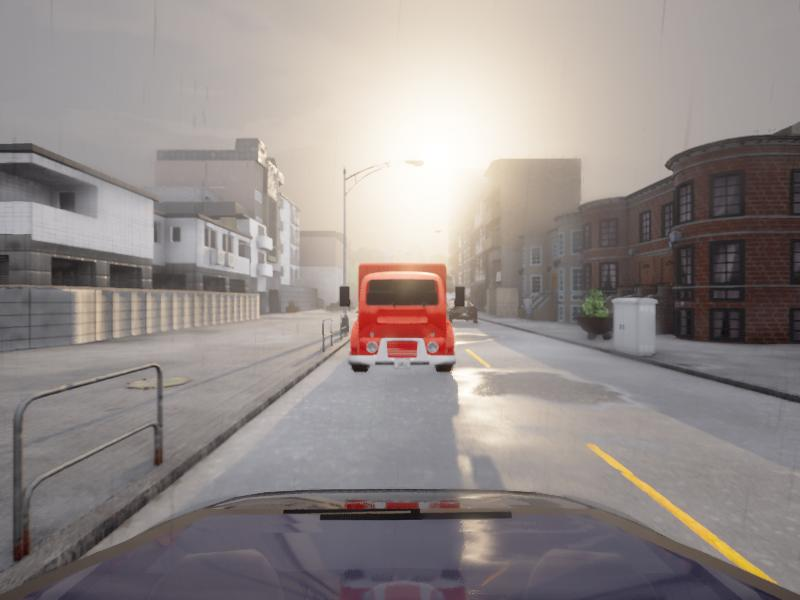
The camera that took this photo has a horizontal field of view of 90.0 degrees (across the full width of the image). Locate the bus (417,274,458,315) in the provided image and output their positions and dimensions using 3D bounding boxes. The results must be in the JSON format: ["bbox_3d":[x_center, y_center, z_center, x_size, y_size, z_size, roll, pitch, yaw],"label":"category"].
[{"bbox_3d":[4.102,-0.606,46.595,3.944,4.253,10.273,0,0,0],"label":"bus"}]

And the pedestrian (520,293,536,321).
[{"bbox_3d":[8.670,0.491,27.181,0.751,1.860,0.751,0,0,-17],"label":"pedestrian"}]

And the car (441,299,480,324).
[{"bbox_3d":[4.136,0.727,28.121,1.930,1.638,5.238,0,0,0],"label":"car"}]

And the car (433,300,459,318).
[{"bbox_3d":[4.178,0.765,37.325,1.882,1.535,5.008,0,0,0],"label":"car"}]

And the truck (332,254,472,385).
[{"bbox_3d":[0.052,0.327,10.131,2.627,2.467,5.204,0,1,0],"label":"truck"}]

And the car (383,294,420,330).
[{"bbox_3d":[0.109,0.612,22.490,1.905,1.878,3.866,0,0,0],"label":"car"}]
